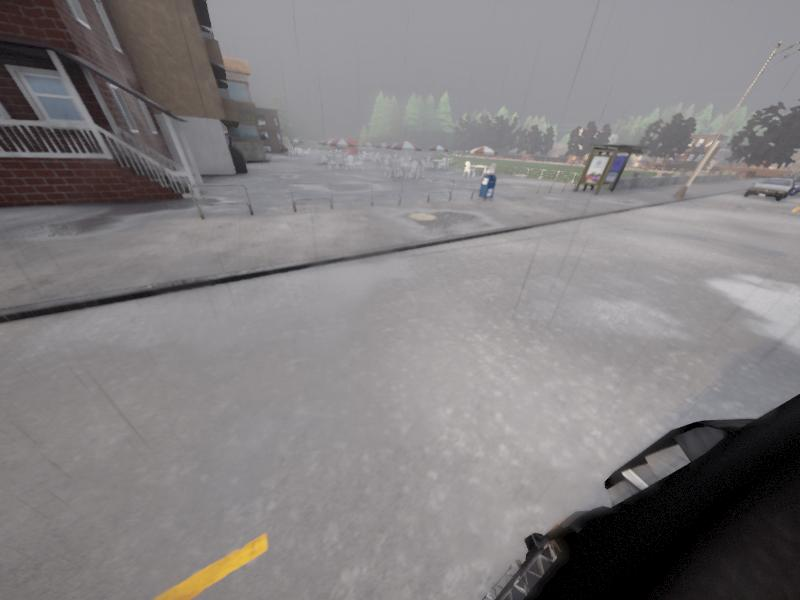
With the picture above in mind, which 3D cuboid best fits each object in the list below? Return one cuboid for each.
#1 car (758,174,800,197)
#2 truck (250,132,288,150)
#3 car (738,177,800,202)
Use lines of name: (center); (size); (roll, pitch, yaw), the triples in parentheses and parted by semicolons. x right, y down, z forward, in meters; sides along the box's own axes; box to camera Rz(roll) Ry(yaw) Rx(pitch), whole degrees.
car: (36.526, -10.891, 21.846); (4.514, 1.525, 2.007); (-16, 38, -26)
truck: (-37.710, -45.939, 66.771); (8.468, 3.827, 2.891); (-16, 38, -26)
car: (29.761, -8.910, 18.451); (5.357, 1.411, 2.033); (-16, 38, -26)
